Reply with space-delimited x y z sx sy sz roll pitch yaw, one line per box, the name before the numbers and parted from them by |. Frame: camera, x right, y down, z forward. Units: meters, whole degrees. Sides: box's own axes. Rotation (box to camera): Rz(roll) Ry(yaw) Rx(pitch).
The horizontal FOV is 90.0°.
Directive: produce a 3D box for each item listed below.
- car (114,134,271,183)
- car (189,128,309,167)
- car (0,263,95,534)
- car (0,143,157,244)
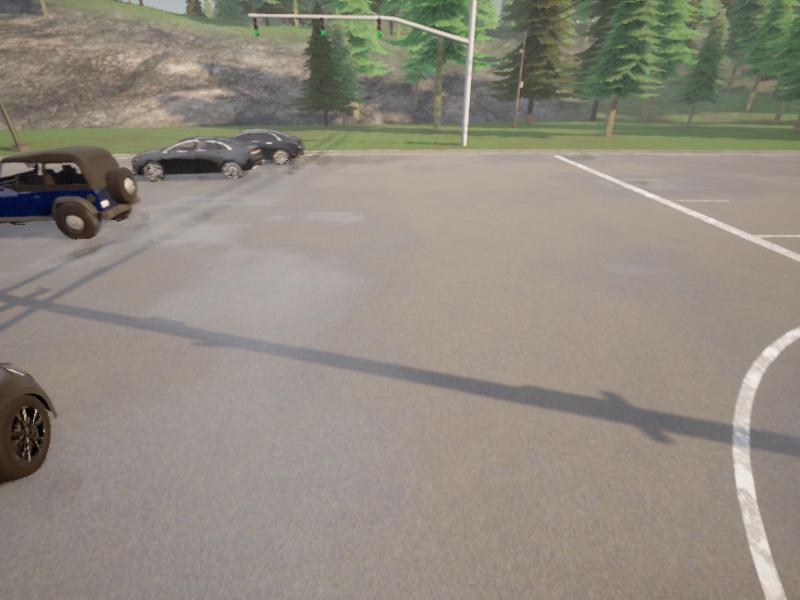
car | -7.941 -5.668 15.857 4.902 1.511 2.128 -3 27 -6
car | -7.006 -7.323 19.076 4.892 1.490 1.837 -3 27 -5
car | -4.034 1.509 1.792 2.242 1.667 4.611 -5 27 -9
car | -8.426 -2.567 9.442 3.866 1.878 1.905 -4 27 -7
